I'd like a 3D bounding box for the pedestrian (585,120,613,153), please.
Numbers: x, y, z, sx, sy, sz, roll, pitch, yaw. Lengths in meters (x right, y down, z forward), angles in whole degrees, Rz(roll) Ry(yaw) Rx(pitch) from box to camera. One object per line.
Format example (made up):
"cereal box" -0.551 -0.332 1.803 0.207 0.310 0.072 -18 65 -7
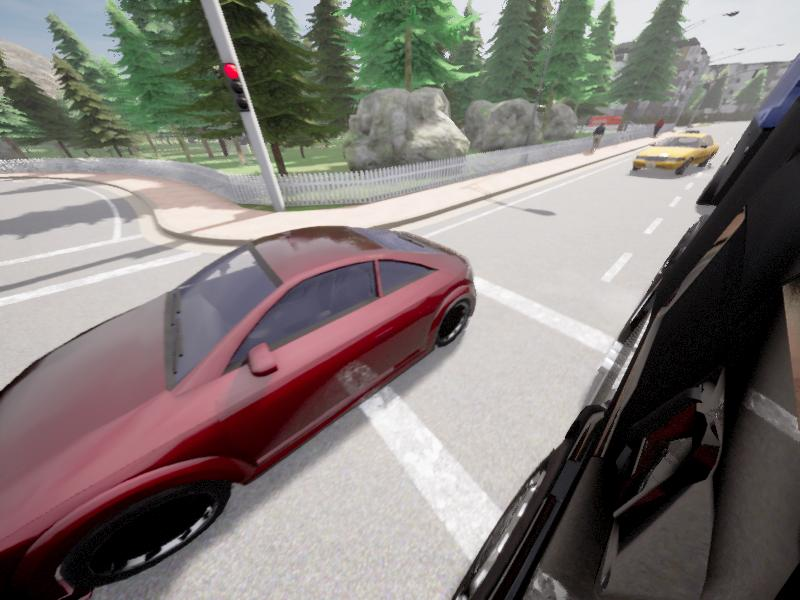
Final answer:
"pedestrian" 14.103 -11.580 16.411 0.751 1.860 0.751 -28 43 -30

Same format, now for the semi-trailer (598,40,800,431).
"semi-trailer" 8.697 -3.601 4.235 14.254 4.402 2.717 -28 44 -30

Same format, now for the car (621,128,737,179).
"car" 13.348 -7.144 11.055 5.366 1.575 1.801 -22 41 -23

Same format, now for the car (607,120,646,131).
"car" 44.747 -34.511 45.751 2.128 1.511 4.902 -27 43 -29

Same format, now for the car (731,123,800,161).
"car" 21.780 -9.309 13.510 4.792 1.488 2.163 -28 44 -30

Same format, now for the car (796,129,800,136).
"car" 42.313 -17.507 23.148 5.008 1.535 1.882 -28 44 -30

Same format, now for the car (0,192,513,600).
"car" -1.066 0.136 2.380 4.181 1.385 1.994 -27 43 -30

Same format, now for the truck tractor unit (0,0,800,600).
"truck tractor unit" 2.645 -0.295 0.352 6.516 4.208 3.053 -28 44 -30

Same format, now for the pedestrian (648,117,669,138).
"pedestrian" 28.490 -19.011 25.454 0.751 1.860 0.751 -28 44 -30

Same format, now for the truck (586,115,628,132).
"truck" 40.463 -34.617 45.357 2.627 2.467 5.204 -27 43 -29
